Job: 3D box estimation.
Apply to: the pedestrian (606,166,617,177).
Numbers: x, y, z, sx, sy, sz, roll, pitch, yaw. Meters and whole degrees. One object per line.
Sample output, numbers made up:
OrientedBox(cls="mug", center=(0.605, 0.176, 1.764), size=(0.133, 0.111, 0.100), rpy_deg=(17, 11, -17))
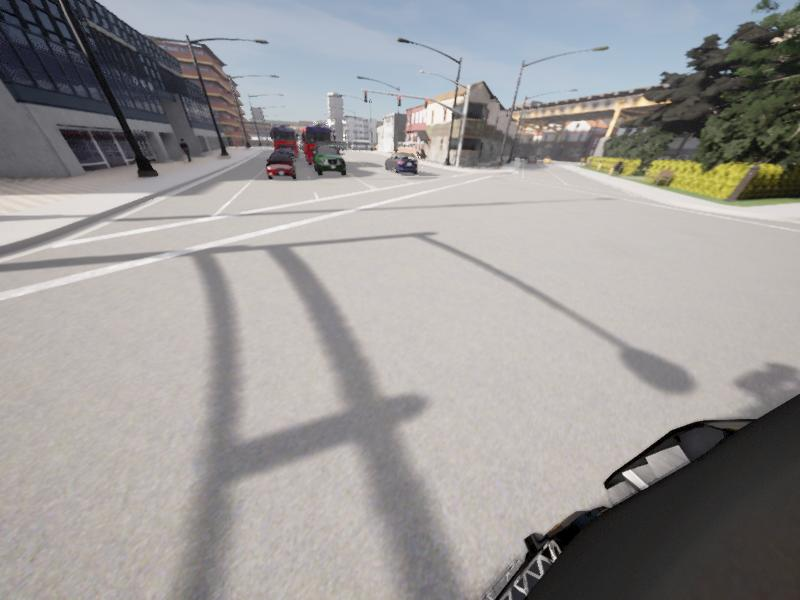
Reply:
OrientedBox(cls="pedestrian", center=(24.620, -15.010, 26.926), size=(0.500, 1.100, 0.500), rpy_deg=(18, 37, 22))

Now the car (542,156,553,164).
OrientedBox(cls="car", center=(38.515, -36.553, 60.289), size=(1.801, 1.575, 5.366), rpy_deg=(19, 37, 24))

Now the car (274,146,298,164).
OrientedBox(cls="car", center=(-13.309, -17.071, 27.126), size=(2.038, 1.542, 4.974), rpy_deg=(-10, 36, -18))

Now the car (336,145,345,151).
OrientedBox(cls="car", center=(-18.152, -46.659, 70.889), size=(1.994, 1.385, 4.181), rpy_deg=(-10, 34, -18))

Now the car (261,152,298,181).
OrientedBox(cls="car", center=(-8.370, -9.557, 16.401), size=(1.816, 1.474, 4.193), rpy_deg=(-10, 36, -18))

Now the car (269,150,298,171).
OrientedBox(cls="car", center=(-10.878, -13.266, 21.879), size=(1.994, 1.385, 4.181), rpy_deg=(-10, 36, -17))

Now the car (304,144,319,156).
OrientedBox(cls="car", center=(-14.912, -25.255, 38.824), size=(1.816, 1.474, 4.193), rpy_deg=(-10, 37, -18))

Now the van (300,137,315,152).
OrientedBox(cls="van", center=(-19.634, -33.008, 48.878), size=(2.351, 2.431, 6.366), rpy_deg=(-10, 36, -18))

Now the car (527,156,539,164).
OrientedBox(cls="car", center=(31.622, -33.288, 54.994), size=(1.970, 1.475, 3.806), rpy_deg=(16, 36, 20))

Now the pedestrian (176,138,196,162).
OrientedBox(cls="pedestrian", center=(-19.828, -13.925, 21.452), size=(0.751, 1.860, 0.751), rpy_deg=(-18, 39, -28))

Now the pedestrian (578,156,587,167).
OrientedBox(cls="pedestrian", center=(35.917, -27.250, 45.491), size=(0.751, 1.860, 0.751), rpy_deg=(15, 35, 18))

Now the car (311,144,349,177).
OrientedBox(cls="car", center=(-5.972, -11.781, 19.378), size=(2.150, 2.045, 5.566), rpy_deg=(-10, 36, -18))

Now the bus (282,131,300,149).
OrientedBox(cls="bus", center=(-33.297, -48.787, 70.695), size=(3.944, 4.253, 10.273), rpy_deg=(-10, 34, -18))

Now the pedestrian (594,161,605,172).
OrientedBox(cls="pedestrian", center=(30.447, -20.379, 35.251), size=(0.751, 1.300, 0.751), rpy_deg=(20, 37, 24))

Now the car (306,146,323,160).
OrientedBox(cls="car", center=(-12.705, -21.822, 34.125), size=(1.812, 1.442, 4.674), rpy_deg=(-10, 37, -18))

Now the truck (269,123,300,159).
OrientedBox(cls="truck", center=(-16.396, -22.894, 33.282), size=(2.891, 3.827, 8.468), rpy_deg=(-10, 37, -18))

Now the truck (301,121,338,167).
OrientedBox(cls="truck", center=(-9.544, -18.071, 26.841), size=(2.891, 3.827, 8.468), rpy_deg=(-10, 36, -18))

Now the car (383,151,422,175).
OrientedBox(cls="car", center=(0.097, -13.354, 22.489), size=(2.242, 1.667, 4.611), rpy_deg=(-10, 36, -18))

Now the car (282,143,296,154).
OrientedBox(cls="car", center=(-19.517, -26.703, 40.620), size=(1.994, 1.385, 4.181), rpy_deg=(-10, 37, -19))

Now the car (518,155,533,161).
OrientedBox(cls="car", center=(43.427, -49.282, 79.943), size=(1.816, 1.474, 4.193), rpy_deg=(-10, 35, -18))
